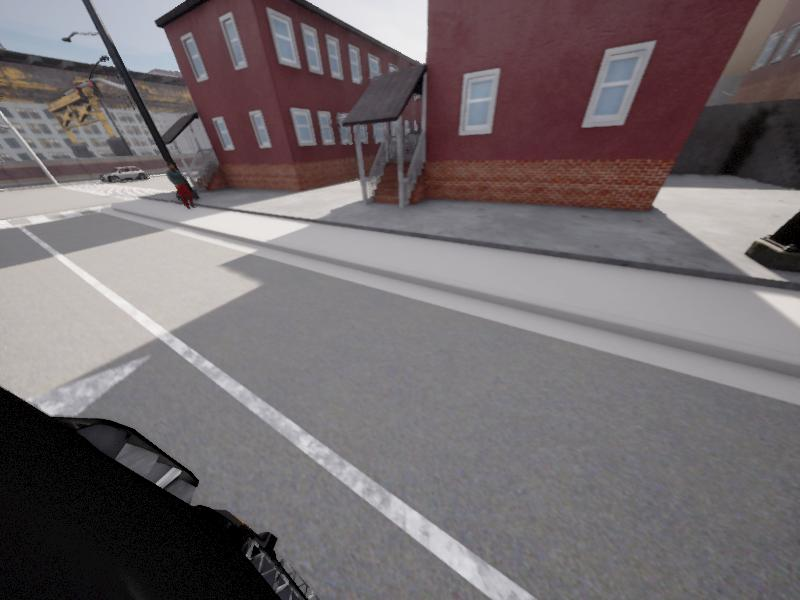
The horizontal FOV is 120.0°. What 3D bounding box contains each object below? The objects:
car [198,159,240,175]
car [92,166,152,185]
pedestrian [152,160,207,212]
[{"bbox_3d":[-24.129,-17.757,30.889,1.789,1.549,3.705,16,38,26],"label":"car"},{"bbox_3d":[-31.500,-14.275,26.315,1.970,1.475,3.806,16,38,26],"label":"car"},{"bbox_3d":[-9.283,-4.807,9.812,0.751,1.860,0.751,11,36,20],"label":"pedestrian"}]
